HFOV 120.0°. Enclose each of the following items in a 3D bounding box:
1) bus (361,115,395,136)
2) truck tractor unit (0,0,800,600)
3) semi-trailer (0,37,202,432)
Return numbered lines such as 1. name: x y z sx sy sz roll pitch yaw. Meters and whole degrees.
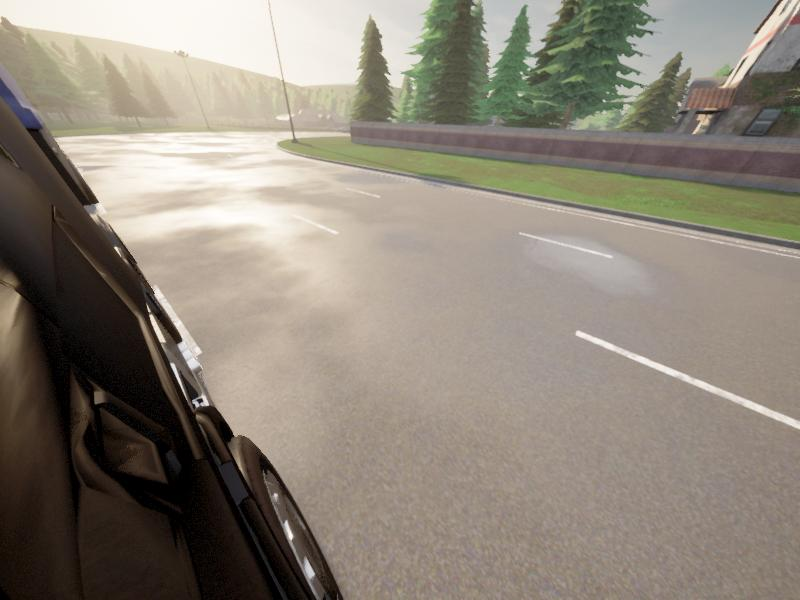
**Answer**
1. bus: -5.791 -47.096 62.513 3.944 4.253 10.273 20 40 22
2. truck tractor unit: -2.645 -0.295 0.352 6.516 4.208 3.053 28 44 30
3. semi-trailer: -8.736 -3.590 4.175 14.254 4.402 2.717 28 43 29
